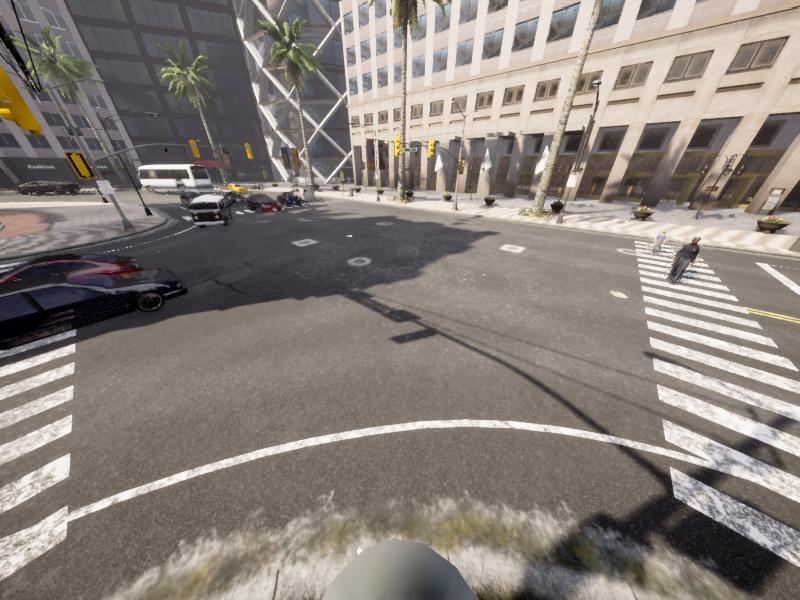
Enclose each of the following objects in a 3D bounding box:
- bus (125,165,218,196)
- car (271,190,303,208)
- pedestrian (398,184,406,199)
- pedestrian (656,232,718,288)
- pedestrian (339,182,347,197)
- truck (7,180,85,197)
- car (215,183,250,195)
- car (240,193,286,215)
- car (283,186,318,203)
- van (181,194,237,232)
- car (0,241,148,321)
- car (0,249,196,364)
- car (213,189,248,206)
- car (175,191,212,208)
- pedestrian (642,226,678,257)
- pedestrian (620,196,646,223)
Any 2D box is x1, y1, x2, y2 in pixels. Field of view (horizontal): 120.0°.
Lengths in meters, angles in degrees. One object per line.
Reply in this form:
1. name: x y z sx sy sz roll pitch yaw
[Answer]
1. bus: -36.623 -19.478 37.489 10.273 4.253 3.944 4 30 6
2. car: -13.157 -11.774 26.868 3.633 1.501 1.845 26 38 37
3. pedestrian: 0.330 -14.619 31.113 0.751 1.860 0.751 -26 39 -37
4. pedestrian: 10.715 -1.513 8.717 0.751 1.860 0.751 26 39 37
5. pedestrian: -8.234 -15.896 33.325 0.751 1.860 0.751 -21 36 -32
6. truck: -55.349 -17.604 36.398 6.274 2.098 2.390 -8 31 -14
7. car: -28.494 -18.968 39.278 5.366 1.575 1.801 11 32 19
8. car: -14.228 -10.030 23.897 4.792 1.488 2.163 22 37 34
9. car: -13.530 -14.450 31.361 4.611 1.667 2.242 23 37 34
10. van: -14.487 -6.895 17.915 2.069 2.038 4.480 -11 31 -22
11. car: -11.870 -0.734 7.909 4.181 1.385 1.994 -25 38 -37
12. car: -9.529 0.138 6.373 2.033 1.411 5.357 21 36 32
13. car: -20.882 -12.665 28.465 3.806 1.475 1.970 21 36 31
14. car: -23.832 -11.652 26.658 3.633 1.501 1.845 20 35 31
15. pedestrian: 13.231 -2.976 11.811 0.751 1.300 0.751 22 36 33
16. pedestrian: 18.096 -7.028 17.965 0.751 1.860 0.751 -26 39 -38
